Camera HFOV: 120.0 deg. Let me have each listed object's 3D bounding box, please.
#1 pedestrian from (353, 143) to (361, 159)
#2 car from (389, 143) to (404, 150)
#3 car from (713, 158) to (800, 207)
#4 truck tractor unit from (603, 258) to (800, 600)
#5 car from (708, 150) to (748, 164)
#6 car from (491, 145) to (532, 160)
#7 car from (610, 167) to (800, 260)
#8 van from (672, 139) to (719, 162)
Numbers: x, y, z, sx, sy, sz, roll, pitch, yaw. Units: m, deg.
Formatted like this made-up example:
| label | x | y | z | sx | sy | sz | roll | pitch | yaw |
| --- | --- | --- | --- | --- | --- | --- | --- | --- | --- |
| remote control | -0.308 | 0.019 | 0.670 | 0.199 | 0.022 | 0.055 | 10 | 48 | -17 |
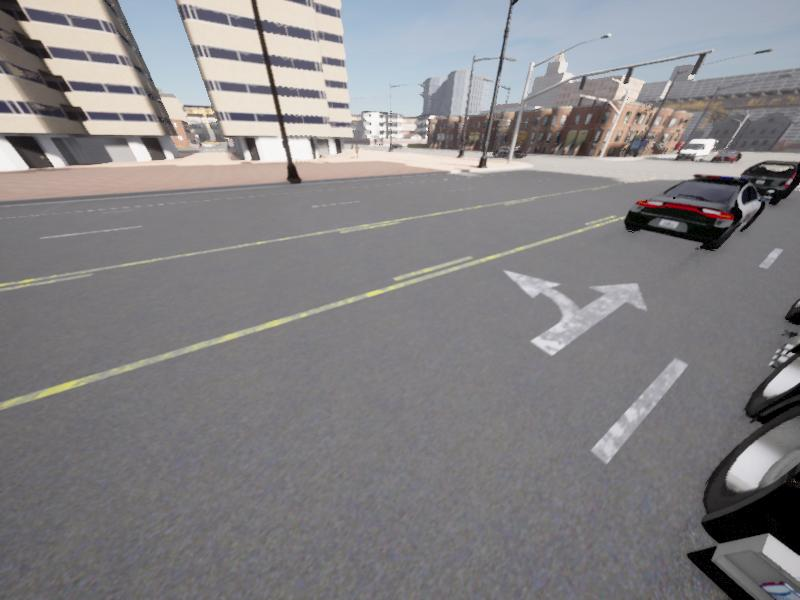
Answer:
| label | x | y | z | sx | sy | sz | roll | pitch | yaw |
| --- | --- | --- | --- | --- | --- | --- | --- | --- | --- |
| pedestrian | -6.200 | -21.492 | 33.302 | 0.751 | 1.860 | 0.751 | -8 | 36 | -12 |
| car | -1.024 | -42.919 | 64.455 | 2.128 | 1.511 | 4.902 | -19 | 39 | -25 |
| car | 17.281 | -5.632 | 10.861 | 3.988 | 1.617 | 1.851 | -18 | 39 | -25 |
| truck tractor unit | 5.102 | -0.309 | 0.796 | 6.516 | 4.208 | 3.053 | -19 | 39 | -25 |
| car | 42.574 | -18.613 | 29.974 | 4.181 | 1.385 | 1.994 | -18 | 39 | -25 |
| car | 16.548 | -22.208 | 34.683 | 1.930 | 1.638 | 5.238 | -19 | 39 | -25 |
| car | 8.954 | -2.808 | 6.793 | 4.974 | 1.542 | 2.038 | -18 | 39 | -25 |
| van | 41.536 | -21.071 | 32.477 | 5.915 | 2.561 | 1.988 | -18 | 39 | -25 |
